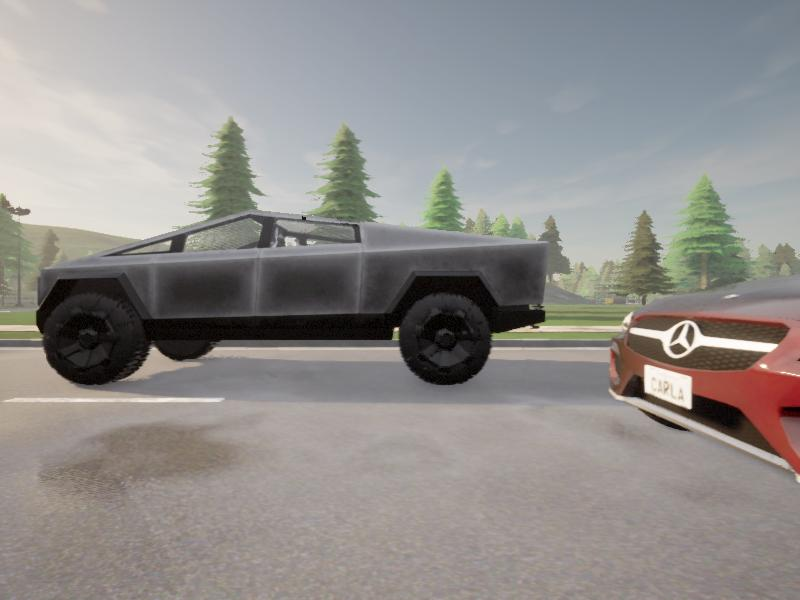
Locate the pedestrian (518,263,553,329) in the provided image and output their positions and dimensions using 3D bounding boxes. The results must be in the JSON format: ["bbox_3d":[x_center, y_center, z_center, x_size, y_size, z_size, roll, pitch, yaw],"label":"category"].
[{"bbox_3d":[3.910,-0.114,11.600,0.751,1.860,0.751,0,0,0],"label":"pedestrian"}]

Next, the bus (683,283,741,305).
[{"bbox_3d":[63.400,-1.123,81.742,3.944,4.253,10.273,0,0,1],"label":"bus"}]

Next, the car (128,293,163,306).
[{"bbox_3d":[-41.020,-0.038,64.613,2.150,2.045,5.566,0,0,1],"label":"car"}]

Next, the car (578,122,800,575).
[{"bbox_3d":[3.973,0.182,2.199,5.027,1.651,2.152,0,0,0],"label":"car"}]

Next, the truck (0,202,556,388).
[{"bbox_3d":[-1.384,-0.058,5.699,6.274,2.098,2.390,0,0,0],"label":"truck"}]
